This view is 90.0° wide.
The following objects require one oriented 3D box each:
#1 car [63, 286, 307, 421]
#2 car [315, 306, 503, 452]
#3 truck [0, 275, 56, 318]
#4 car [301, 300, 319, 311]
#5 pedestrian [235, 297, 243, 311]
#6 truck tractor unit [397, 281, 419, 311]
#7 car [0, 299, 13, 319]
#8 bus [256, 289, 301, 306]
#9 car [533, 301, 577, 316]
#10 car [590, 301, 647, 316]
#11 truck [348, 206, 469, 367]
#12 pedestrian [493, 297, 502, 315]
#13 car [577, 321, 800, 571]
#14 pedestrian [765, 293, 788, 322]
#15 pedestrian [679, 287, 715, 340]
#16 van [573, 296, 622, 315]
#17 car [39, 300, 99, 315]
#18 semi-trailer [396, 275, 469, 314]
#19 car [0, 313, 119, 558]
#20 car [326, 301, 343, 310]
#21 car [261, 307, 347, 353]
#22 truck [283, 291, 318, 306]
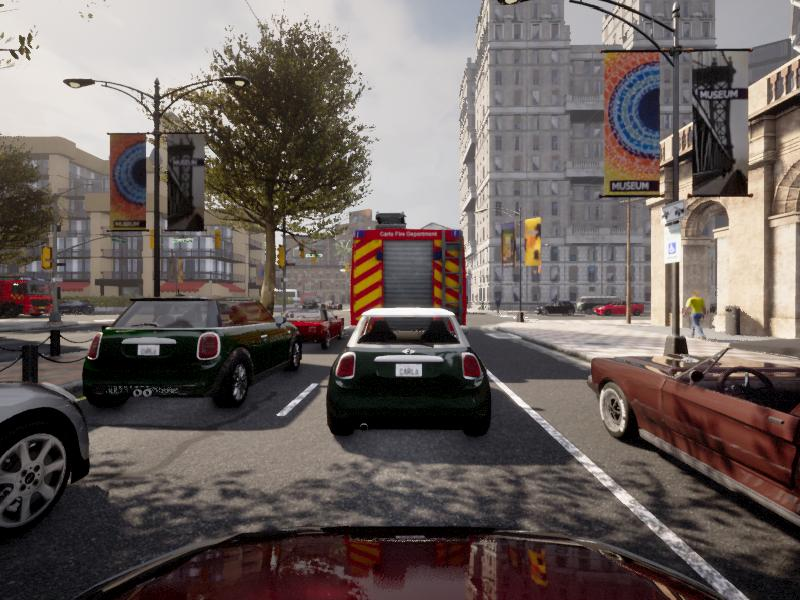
[{"bbox_3d":[-3.355,0.694,7.527,2.097,1.767,4.553,0,0,1],"label":"car"},{"bbox_3d":[0.119,0.853,6.110,1.970,1.475,3.806,0,0,1],"label":"car"},{"bbox_3d":[-37.345,-0.320,37.063,8.468,3.827,2.891,0,0,1],"label":"truck"},{"bbox_3d":[-13.798,0.815,61.323,1.789,1.549,3.705,0,0,1],"label":"car"},{"bbox_3d":[-21.583,0.485,53.654,0.751,1.860,0.751,0,0,11],"label":"pedestrian"},{"bbox_3d":[1.136,-0.522,59.578,3.053,4.208,6.516,0,0,0],"label":"truck tractor unit"},{"bbox_3d":[-36.048,0.771,33.548,5.238,1.638,1.930,0,0,0],"label":"car"},{"bbox_3d":[-30.942,-0.533,102.441,10.273,4.253,3.944,0,0,2],"label":"bus"},{"bbox_3d":[15.373,0.827,39.827,3.633,1.501,1.845,0,0,1],"label":"car"},{"bbox_3d":[21.629,0.828,39.734,4.514,1.525,2.007,0,0,1],"label":"car"},{"bbox_3d":[0.274,-0.321,13.781,2.891,3.827,8.468,0,0,1],"label":"truck"},{"bbox_3d":[10.458,0.637,42.821,0.751,1.860,0.751,0,0,-1],"label":"pedestrian"},{"bbox_3d":[3.308,0.938,3.058,1.895,1.301,4.718,0,0,1],"label":"car"},{"bbox_3d":[24.824,0.485,26.384,0.751,1.860,0.751,0,0,0],"label":"pedestrian"},{"bbox_3d":[10.642,0.485,14.366,0.751,1.860,0.751,0,0,2],"label":"pedestrian"},{"bbox_3d":[21.295,0.596,43.240,4.442,1.987,1.775,0,0,1],"label":"van"},{"bbox_3d":[-36.382,0.778,44.056,4.856,1.649,2.033,0,0,1],"label":"car"},{"bbox_3d":[3.717,-0.631,52.244,2.717,4.402,14.254,-1,0,-26],"label":"semi-trailer"},{"bbox_3d":[-3.473,0.853,1.600,1.970,1.475,3.806,0,0,1],"label":"car"},{"bbox_3d":[-10.261,0.853,63.188,1.970,1.475,3.806,0,0,1],"label":"car"},{"bbox_3d":[-3.218,0.944,14.445,1.895,1.301,4.718,0,0,1],"label":"car"},{"bbox_3d":[-26.389,-0.321,105.941,8.468,3.827,2.891,0,0,2],"label":"truck"}]
